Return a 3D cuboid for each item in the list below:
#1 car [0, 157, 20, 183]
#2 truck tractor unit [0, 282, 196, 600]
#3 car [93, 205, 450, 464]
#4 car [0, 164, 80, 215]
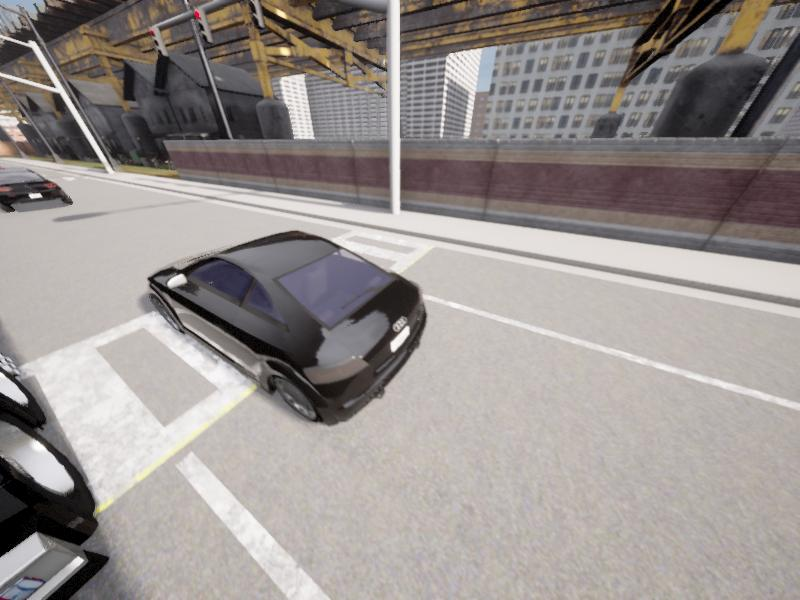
[{"bbox_3d":[-29.830,-9.155,16.082,4.611,1.667,2.242,15,36,20],"label":"car"},{"bbox_3d":[-5.121,-0.288,0.781,6.516,4.208,3.053,17,36,23],"label":"truck tractor unit"},{"bbox_3d":[-1.727,-0.196,3.253,4.181,1.385,1.994,18,38,25],"label":"car"},{"bbox_3d":[-16.839,-5.020,10.240,4.674,1.442,1.812,18,38,24],"label":"car"}]
